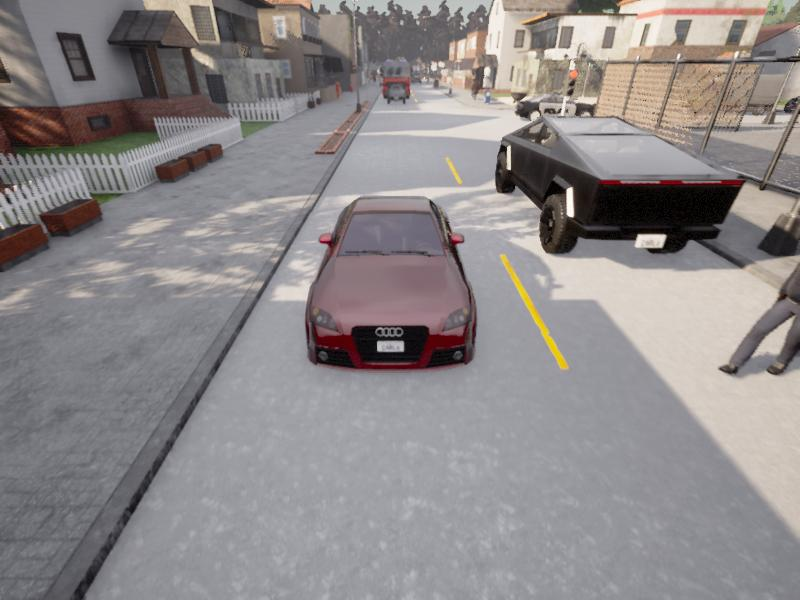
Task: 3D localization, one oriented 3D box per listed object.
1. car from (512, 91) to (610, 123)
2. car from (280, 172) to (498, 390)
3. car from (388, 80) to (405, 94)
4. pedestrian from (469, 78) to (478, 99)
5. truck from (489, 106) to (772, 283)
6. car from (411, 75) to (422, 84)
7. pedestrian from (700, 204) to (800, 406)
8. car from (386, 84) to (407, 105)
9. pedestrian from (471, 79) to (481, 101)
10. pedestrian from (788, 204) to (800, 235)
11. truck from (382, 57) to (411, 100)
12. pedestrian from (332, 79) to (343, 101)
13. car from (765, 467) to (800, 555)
[{"bbox_3d":[10.014,-12.251,25.356,5.238,1.638,1.930,2,30,4],"label":"car"},{"bbox_3d":[-0.111,-0.675,5.807,1.994,1.385,4.181,0,30,0],"label":"car"},{"bbox_3d":[-0.440,-27.811,52.134,2.163,1.488,4.792,0,30,0],"label":"car"},{"bbox_3d":[7.518,-21.670,40.984,0.751,1.860,0.751,3,30,5],"label":"pedestrian"},{"bbox_3d":[3.859,-2.771,8.675,2.390,2.098,6.274,0,30,0],"label":"truck"},{"bbox_3d":[3.356,-44.825,81.205,2.038,1.542,4.974,0,30,0],"label":"car"},{"bbox_3d":[4.008,0.048,4.037,0.751,1.860,0.751,-8,31,-13],"label":"pedestrian"},{"bbox_3d":[-0.327,-19.374,37.624,1.789,1.549,3.705,0,30,0],"label":"car"},{"bbox_3d":[7.351,-20.473,38.936,0.751,1.860,0.751,3,30,5],"label":"pedestrian"},{"bbox_3d":[8.343,-2.076,7.470,0.751,1.860,0.751,9,31,15],"label":"pedestrian"},{"bbox_3d":[-0.392,-24.529,44.198,2.891,3.827,8.468,0,30,0],"label":"truck"},{"bbox_3d":[-6.050,-20.378,38.779,0.751,1.860,0.751,0,30,0],"label":"pedestrian"},{"bbox_3d":[3.923,2.048,0.729,2.097,1.767,4.553,0,30,0],"label":"car"}]
